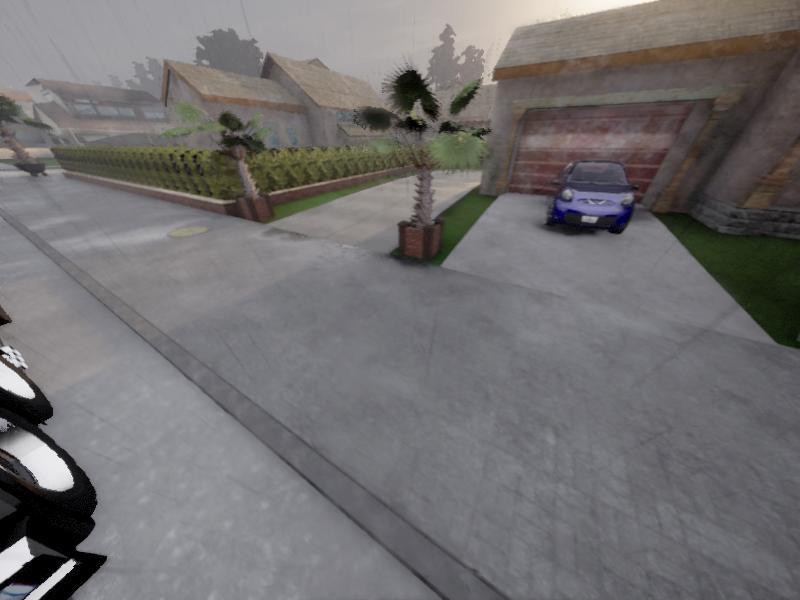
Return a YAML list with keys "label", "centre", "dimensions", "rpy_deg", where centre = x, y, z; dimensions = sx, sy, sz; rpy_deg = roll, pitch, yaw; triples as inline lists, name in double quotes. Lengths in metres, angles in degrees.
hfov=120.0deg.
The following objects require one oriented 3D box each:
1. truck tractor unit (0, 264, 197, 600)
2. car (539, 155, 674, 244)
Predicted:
- label: "truck tractor unit"
  centre: [-5.118, -0.291, 0.788]
  dimensions: [6.516, 4.208, 3.053]
  rpy_deg: [18, 39, 24]
- label: "car"
  centre: [5.206, -3.054, 6.470]
  dimensions: [1.845, 1.501, 3.633]
  rpy_deg: [16, 38, 22]
